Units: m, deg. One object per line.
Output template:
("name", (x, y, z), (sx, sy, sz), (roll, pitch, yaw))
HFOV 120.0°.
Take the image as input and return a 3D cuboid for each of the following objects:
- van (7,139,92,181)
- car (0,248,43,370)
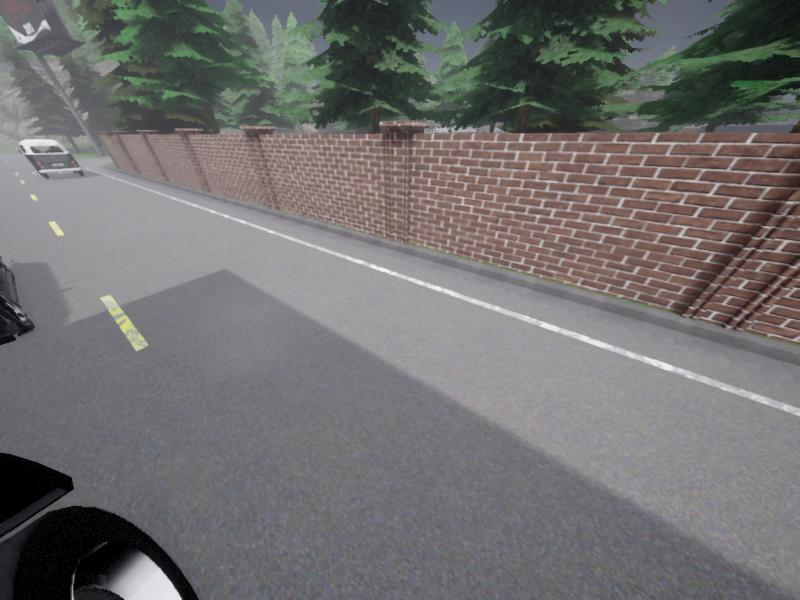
("van", (-22.981, -9.309, 15.176), (4.480, 2.038, 2.069), (22, 40, 28))
("car", (-6.810, -0.101, 2.816), (4.181, 1.385, 1.994), (22, 40, 27))
